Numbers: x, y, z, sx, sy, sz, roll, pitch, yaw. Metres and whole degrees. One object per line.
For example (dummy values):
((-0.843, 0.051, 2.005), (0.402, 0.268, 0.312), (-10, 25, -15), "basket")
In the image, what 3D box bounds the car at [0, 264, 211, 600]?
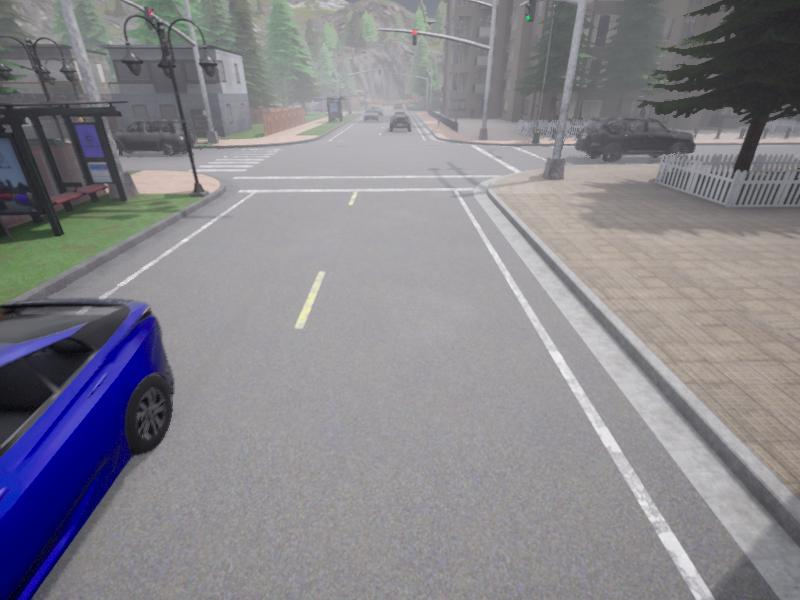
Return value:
((-3.195, 1.353, 2.316), (2.007, 1.525, 4.514), (0, 27, 0), "car")

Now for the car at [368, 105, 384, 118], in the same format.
((-3.703, -29.194, 61.965), (2.152, 1.651, 5.027), (0, 27, 0), "car")

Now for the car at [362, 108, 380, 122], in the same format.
((-3.610, -23.461, 50.750), (2.033, 1.411, 5.357), (0, 27, 0), "car")

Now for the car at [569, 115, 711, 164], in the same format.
((11.966, -8.209, 20.369), (5.566, 2.045, 2.150), (-1, 27, -2), "car")

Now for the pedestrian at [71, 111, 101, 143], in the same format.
((-20.622, -11.353, 26.283), (0.751, 1.860, 0.751), (0, 27, 0), "pedestrian")

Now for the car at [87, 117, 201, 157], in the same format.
((-13.843, -8.960, 21.980), (4.605, 1.855, 1.932), (-2, 27, -5), "car")

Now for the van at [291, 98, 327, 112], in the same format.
((-17.575, -37.819, 77.538), (6.366, 2.431, 2.351), (-1, 27, -1), "van")

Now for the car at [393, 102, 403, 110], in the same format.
((-0.444, -43.805, 90.276), (2.128, 1.511, 4.902), (0, 27, 0), "car")

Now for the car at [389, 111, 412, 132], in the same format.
((-0.003, -17.205, 38.416), (2.038, 1.542, 4.974), (0, 27, 0), "car")

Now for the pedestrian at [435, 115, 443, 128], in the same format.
((3.671, -16.808, 37.726), (0.500, 1.100, 0.500), (21, 34, 35), "pedestrian")
